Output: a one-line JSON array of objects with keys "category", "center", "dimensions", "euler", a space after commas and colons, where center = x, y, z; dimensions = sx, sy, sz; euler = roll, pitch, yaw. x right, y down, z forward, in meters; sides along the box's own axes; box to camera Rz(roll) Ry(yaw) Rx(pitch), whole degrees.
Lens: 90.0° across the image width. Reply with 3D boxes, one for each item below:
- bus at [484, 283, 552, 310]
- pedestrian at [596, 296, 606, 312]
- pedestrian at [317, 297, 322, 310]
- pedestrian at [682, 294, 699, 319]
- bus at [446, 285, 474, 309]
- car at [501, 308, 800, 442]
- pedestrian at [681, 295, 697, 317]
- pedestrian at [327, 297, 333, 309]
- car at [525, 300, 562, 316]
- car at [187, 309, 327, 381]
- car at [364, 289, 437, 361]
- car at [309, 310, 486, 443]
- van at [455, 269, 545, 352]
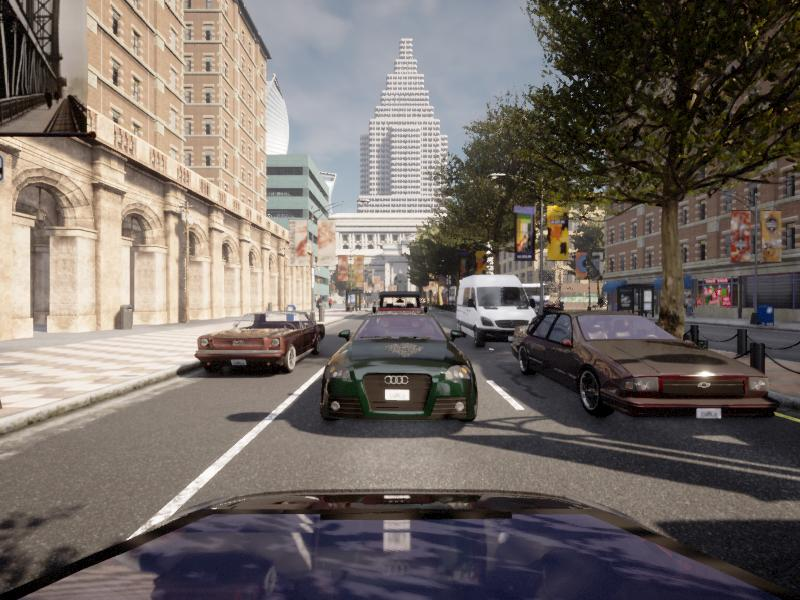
[{"category": "bus", "center": [19.716, -0.537, 67.554], "dimensions": [10.273, 4.253, 3.944], "euler": [0, 0, 38]}, {"category": "pedestrian", "center": [23.844, 0.486, 47.462], "dimensions": [0.751, 1.860, 0.751], "euler": [0, 0, -10]}, {"category": "pedestrian", "center": [-11.691, 0.486, 58.057], "dimensions": [0.751, 1.860, 0.751], "euler": [0, 0, -12]}, {"category": "pedestrian", "center": [22.096, 0.486, 30.465], "dimensions": [0.751, 1.860, 0.751], "euler": [0, 0, -9]}, {"category": "bus", "center": [11.402, -0.537, 77.690], "dimensions": [3.944, 4.253, 10.273], "euler": [0, 0, 0]}, {"category": "car", "center": [3.501, 0.895, 7.189], "dimensions": [2.033, 1.411, 5.357], "euler": [0, 0, 0]}, {"category": "pedestrian", "center": [24.849, 0.486, 34.397], "dimensions": [0.751, 1.860, 0.751], "euler": [0, 0, -4]}, {"category": "pedestrian", "center": [-10.580, 0.486, 60.597], "dimensions": [0.751, 1.860, 0.751], "euler": [0, 0, -5]}, {"category": "car", "center": [15.013, 0.824, 42.185], "dimensions": [2.038, 1.542, 4.974], "euler": [0, 0, 0]}, {"category": "car", "center": [-3.246, 0.939, 10.223], "dimensions": [1.895, 1.301, 4.718], "euler": [0, 0, 0]}, {"category": "car", "center": [0.002, 0.646, 12.323], "dimensions": [1.905, 1.878, 3.866], "euler": [0, 0, 0]}, {"category": "car", "center": [0.010, 0.908, 6.581], "dimensions": [1.994, 1.385, 4.181], "euler": [0, 0, 1]}, {"category": "van", "center": [3.503, 0.323, 15.361], "dimensions": [1.988, 2.561, 5.915], "euler": [0, 0, 0]}]
